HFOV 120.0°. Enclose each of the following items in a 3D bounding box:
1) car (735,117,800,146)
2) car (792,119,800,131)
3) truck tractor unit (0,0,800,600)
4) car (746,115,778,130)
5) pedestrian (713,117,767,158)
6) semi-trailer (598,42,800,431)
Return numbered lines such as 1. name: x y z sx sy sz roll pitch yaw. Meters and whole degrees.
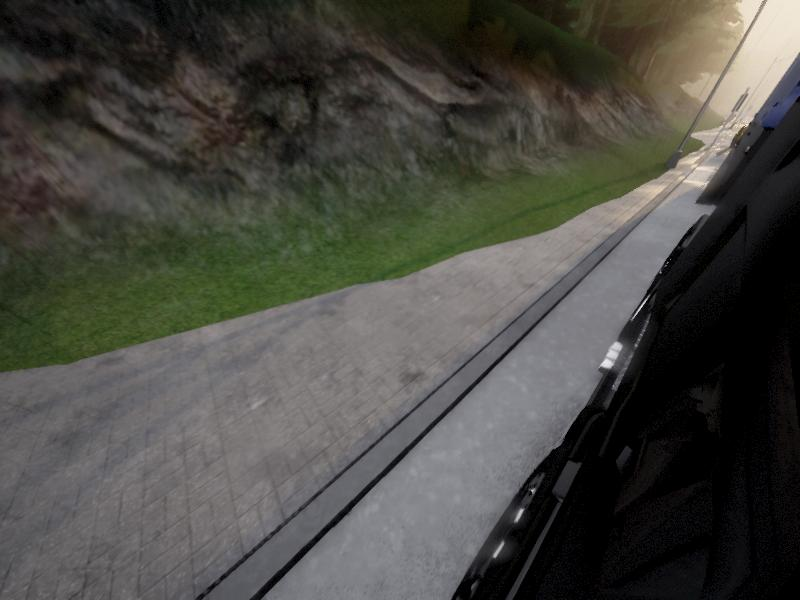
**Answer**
1. car: 29.581 -13.644 18.639 4.611 1.667 2.242 -31 45 -32
2. car: 51.029 -21.924 28.420 5.027 1.651 2.152 -28 44 -30
3. truck tractor unit: 2.645 -0.295 0.352 6.516 4.208 3.053 -28 44 -30
4. car: 53.108 -26.121 33.958 4.514 1.525 2.007 -28 44 -30
5. pedestrian: 19.183 -9.175 13.113 0.751 1.860 0.751 17 41 24
6. semi-trailer: 8.695 -3.604 4.235 14.254 4.402 2.717 -28 44 -30
